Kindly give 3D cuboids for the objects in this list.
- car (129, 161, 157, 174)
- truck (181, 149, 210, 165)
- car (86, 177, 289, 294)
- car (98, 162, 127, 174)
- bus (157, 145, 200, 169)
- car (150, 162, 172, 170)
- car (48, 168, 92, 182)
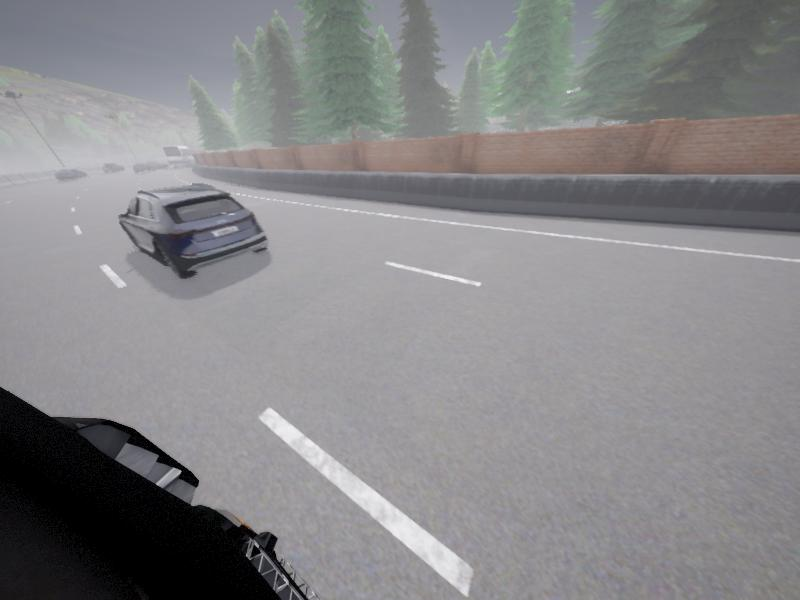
[{"bbox_3d":[-46.991,-24.316,42.380,2.152,1.651,5.027,-21,38,-24],"label":"car"},{"bbox_3d":[-63.905,-45.028,72.592,2.891,3.827,8.468,-11,35,-12],"label":"truck"},{"bbox_3d":[-5.384,-1.984,5.830,4.856,1.649,2.033,19,40,29],"label":"car"},{"bbox_3d":[-58.175,-26.895,46.874,1.932,1.855,4.605,-19,37,-22],"label":"car"},{"bbox_3d":[-51.903,-33.831,54.578,3.944,4.253,10.273,-17,36,-20],"label":"bus"},{"bbox_3d":[-53.232,-29.955,51.559,1.895,1.301,4.718,-17,36,-20],"label":"car"},{"bbox_3d":[-48.703,-18.625,34.238,2.033,1.411,5.357,-22,38,-26],"label":"car"}]
